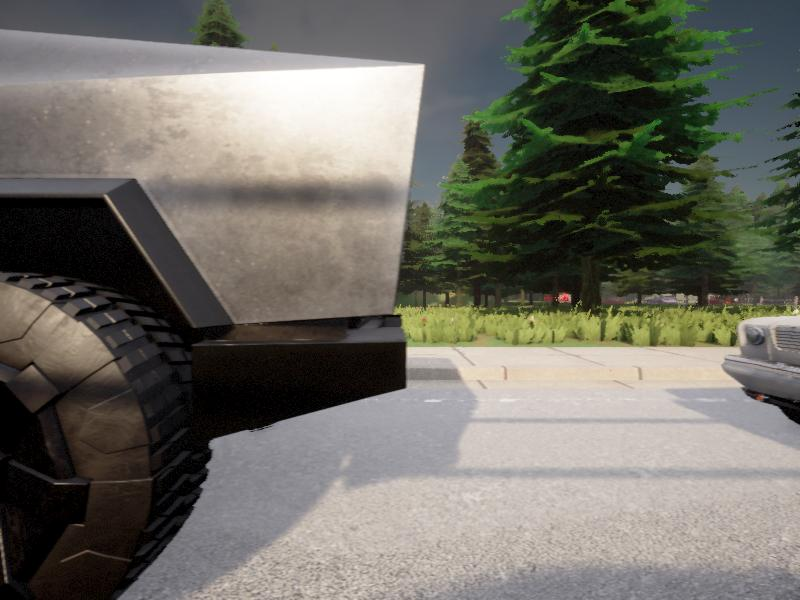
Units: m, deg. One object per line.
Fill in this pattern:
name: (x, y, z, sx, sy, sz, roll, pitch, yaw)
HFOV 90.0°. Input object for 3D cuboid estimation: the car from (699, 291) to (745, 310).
car: (34.555, 0.046, 43.053, 1.905, 1.878, 3.866, 0, 0, 1)

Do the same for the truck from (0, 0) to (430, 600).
truck: (-3.068, -0.061, 2.165, 6.274, 2.098, 2.390, 0, 0, 0)

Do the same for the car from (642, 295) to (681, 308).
car: (34.683, 0.177, 53.147, 2.033, 1.649, 4.856, 0, 0, 0)

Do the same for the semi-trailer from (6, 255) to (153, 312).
semi-trailer: (-29.192, -1.267, 38.092, 2.717, 4.402, 14.254, 0, 0, 0)

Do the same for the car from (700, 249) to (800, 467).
car: (4.740, 0.347, 2.232, 4.718, 1.301, 1.895, 0, 0, -1)
